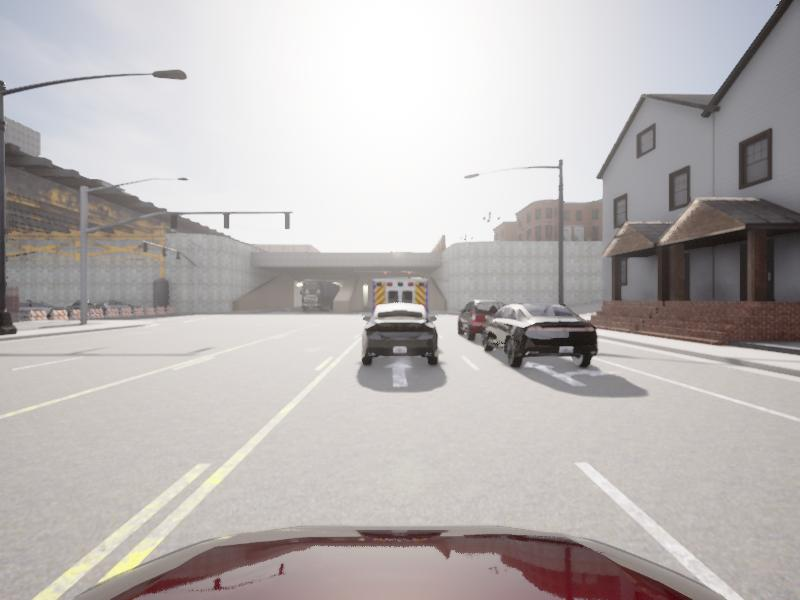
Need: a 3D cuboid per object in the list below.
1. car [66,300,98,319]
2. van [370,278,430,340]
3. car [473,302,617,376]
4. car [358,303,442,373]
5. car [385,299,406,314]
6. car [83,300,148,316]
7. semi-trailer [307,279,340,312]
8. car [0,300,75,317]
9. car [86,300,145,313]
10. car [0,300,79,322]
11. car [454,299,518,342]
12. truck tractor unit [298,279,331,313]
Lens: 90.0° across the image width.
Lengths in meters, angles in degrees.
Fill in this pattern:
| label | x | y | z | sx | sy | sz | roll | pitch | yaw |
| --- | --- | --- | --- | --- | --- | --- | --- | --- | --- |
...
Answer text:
| label | x | y | z | sx | sy | sz | roll | pitch | yaw |
| --- | --- | --- | --- | --- | --- | --- | --- | --- | --- |
| car | -28.181 | 0.783 | 35.574 | 2.038 | 1.542 | 4.974 | 0 | 0 | -36 |
| van | 0.007 | 0.371 | 18.877 | 2.351 | 2.431 | 6.366 | 0 | 0 | 0 |
| car | 3.494 | 0.832 | 10.846 | 2.128 | 1.511 | 4.902 | 0 | 0 | 0 |
| car | 0.000 | 0.840 | 11.173 | 1.837 | 1.490 | 4.892 | 0 | 0 | 0 |
| car | -0.621 | 0.762 | 48.329 | 2.152 | 1.651 | 5.027 | 0 | 0 | -5 |
| car | -28.971 | 0.781 | 40.941 | 2.038 | 1.542 | 4.974 | 0 | 0 | 29 |
| semi-trailer | -11.397 | -0.641 | 60.955 | 2.717 | 4.402 | 14.254 | 0 | 0 | -2 |
| car | -28.206 | 0.627 | 30.928 | 1.853 | 1.218 | 4.536 | 0 | 0 | 44 |
| car | -28.996 | 0.623 | 40.895 | 1.853 | 1.218 | 4.536 | 0 | 0 | 29 |
| car | -28.170 | 0.784 | 30.966 | 2.038 | 1.542 | 4.974 | 0 | 0 | 44 |
| car | 3.505 | 0.782 | 17.041 | 1.851 | 1.617 | 3.988 | 0 | 0 | 0 |
| truck tractor unit | -11.182 | -0.538 | 53.042 | 3.053 | 4.208 | 6.516 | 0 | 0 | -2 |
